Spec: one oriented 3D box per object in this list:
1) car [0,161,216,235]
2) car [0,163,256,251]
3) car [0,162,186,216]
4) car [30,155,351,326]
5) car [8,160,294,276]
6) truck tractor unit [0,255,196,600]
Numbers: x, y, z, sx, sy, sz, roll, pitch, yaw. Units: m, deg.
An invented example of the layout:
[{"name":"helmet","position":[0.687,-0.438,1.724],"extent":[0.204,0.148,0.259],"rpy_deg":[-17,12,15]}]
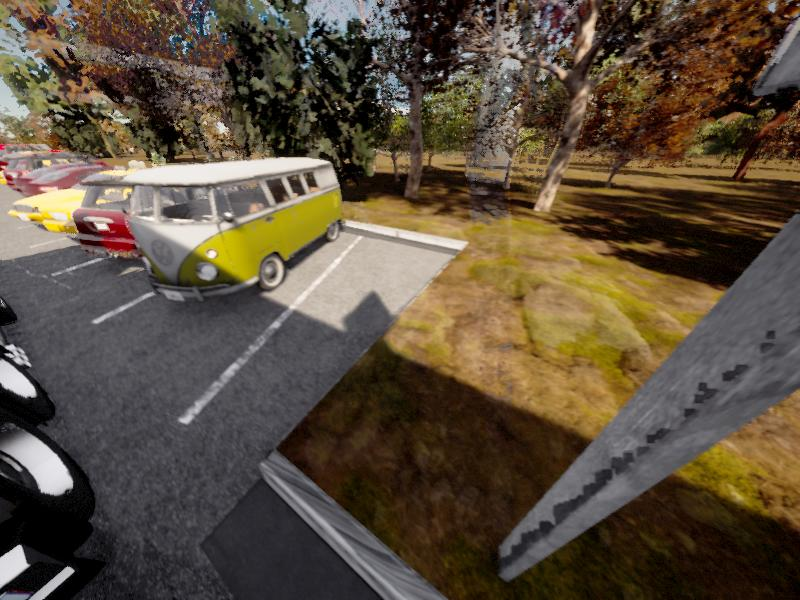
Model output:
[{"name":"car","position":[-10.445,-4.163,8.746],"extent":[1.946,1.575,5.366],"rpy_deg":[7,35,10]},{"name":"car","position":[-7.859,-3.484,7.756],"extent":[1.946,1.575,5.366],"rpy_deg":[7,35,10]},{"name":"car","position":[-12.919,-5.119,10.222],"extent":[2.002,1.452,4.674],"rpy_deg":[7,35,10]},{"name":"car","position":[-2.860,-1.763,4.841],"extent":[1.878,1.987,4.442],"rpy_deg":[7,35,9]},{"name":"car","position":[-5.381,-2.591,6.231],"extent":[2.185,1.767,4.553],"rpy_deg":[6,35,10]},{"name":"truck tractor unit","position":[-5.098,-0.312,0.802],"extent":[6.516,4.208,3.053],"rpy_deg":[19,39,25]}]
